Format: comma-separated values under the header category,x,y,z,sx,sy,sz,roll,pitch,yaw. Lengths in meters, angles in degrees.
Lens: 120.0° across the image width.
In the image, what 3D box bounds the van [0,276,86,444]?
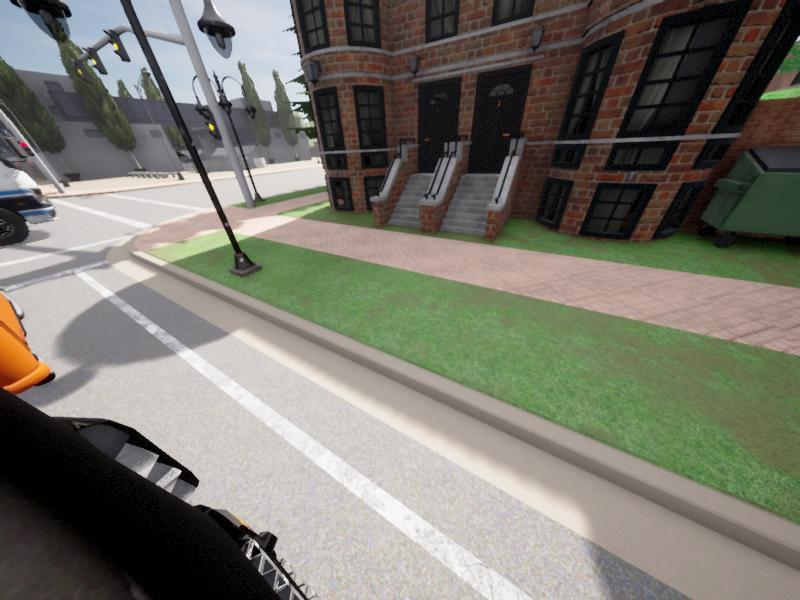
category,x,y,z,sx,sy,sz,roll,pitch,yaw
van,-5.885,0.138,2.356,4.442,1.987,1.775,16,38,26

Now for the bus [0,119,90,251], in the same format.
category,x,y,z,sx,sy,sz,roll,pitch,yaw
bus,-15.799,-2.219,4.582,3.944,4.253,10.273,17,38,27
